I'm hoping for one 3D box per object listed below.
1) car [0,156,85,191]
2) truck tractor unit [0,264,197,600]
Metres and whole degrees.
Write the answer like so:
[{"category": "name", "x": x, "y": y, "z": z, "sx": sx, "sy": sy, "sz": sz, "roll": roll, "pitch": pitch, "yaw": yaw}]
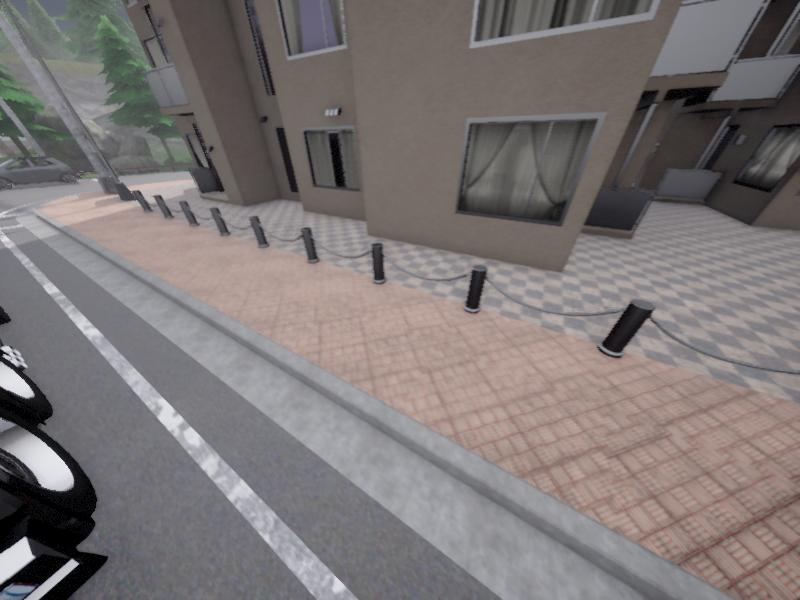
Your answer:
[{"category": "car", "x": -22.462, "y": -7.670, "z": 13.879, "sx": 1.845, "sy": 1.501, "sz": 3.633, "roll": 17, "pitch": 38, "yaw": 23}, {"category": "truck tractor unit", "x": -5.116, "y": -0.295, "z": 0.784, "sx": 6.516, "sy": 4.208, "sz": 3.053, "roll": 18, "pitch": 39, "yaw": 24}]
